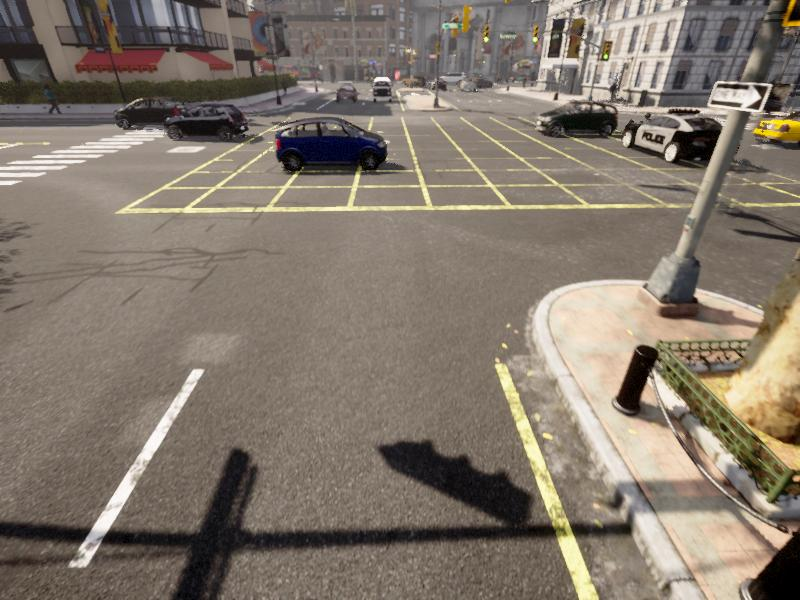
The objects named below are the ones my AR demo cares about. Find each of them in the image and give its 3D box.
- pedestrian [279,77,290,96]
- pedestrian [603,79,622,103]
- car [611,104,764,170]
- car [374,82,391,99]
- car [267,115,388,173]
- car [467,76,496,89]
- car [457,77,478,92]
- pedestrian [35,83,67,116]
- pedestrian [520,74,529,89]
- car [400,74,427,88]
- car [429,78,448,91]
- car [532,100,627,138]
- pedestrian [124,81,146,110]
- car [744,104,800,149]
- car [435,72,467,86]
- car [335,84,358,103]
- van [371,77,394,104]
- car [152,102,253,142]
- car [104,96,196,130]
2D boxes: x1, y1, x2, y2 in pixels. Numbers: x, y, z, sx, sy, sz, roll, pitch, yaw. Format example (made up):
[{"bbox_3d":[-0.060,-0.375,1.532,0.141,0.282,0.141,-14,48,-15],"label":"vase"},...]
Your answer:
[{"bbox_3d":[-12.612,-23.378,43.790,0.751,1.860,0.751,-1,30,-2],"label":"pedestrian"},{"bbox_3d":[18.848,-18.509,35.480,0.751,1.860,0.751,-4,30,-6],"label":"pedestrian"},{"bbox_3d":[10.567,-6.446,15.409,1.930,1.638,5.238,-1,30,-1],"label":"car"},{"bbox_3d":[-1.894,-23.457,44.694,1.812,1.442,4.674,-1,30,-1],"label":"car"},{"bbox_3d":[-2.286,-5.319,13.562,3.705,1.549,1.789,-1,30,-2],"label":"car"},{"bbox_3d":[13.060,-34.956,64.280,2.242,1.667,4.611,27,40,38],"label":"car"},{"bbox_3d":[9.385,-30.157,55.985,2.152,1.651,5.027,1,30,2],"label":"car"},{"bbox_3d":[-23.165,-13.320,26.580,0.751,1.860,0.751,-2,30,-3],"label":"pedestrian"},{"bbox_3d":[17.928,-31.370,57.478,0.751,1.860,0.751,0,30,0],"label":"pedestrian"},{"bbox_3d":[2.246,-36.627,66.795,1.932,1.855,4.605,-22,37,-33],"label":"car"},{"bbox_3d":[5.575,-31.684,58.686,2.038,1.542,4.974,-1,30,-2],"label":"car"},{"bbox_3d":[8.801,-9.042,19.932,3.705,1.549,1.789,-1,30,-2],"label":"car"},{"bbox_3d":[-19.915,-15.368,30.086,0.751,1.860,0.751,-25,39,-36],"label":"pedestrian"},{"bbox_3d":[18.577,-7.512,17.297,5.366,1.575,1.801,1,30,1],"label":"car"},{"bbox_3d":[9.250,-40.370,73.039,5.566,2.045,2.150,-1,30,-1],"label":"car"},{"bbox_3d":[-5.227,-20.454,39.554,1.812,1.442,4.674,-1,30,-1],"label":"car"},{"bbox_3d":[-1.706,-20.451,38.960,2.069,2.038,4.480,-1,30,-2],"label":"van"},{"bbox_3d":[-9.206,-8.435,18.908,3.633,1.501,1.845,4,30,6],"label":"car"},{"bbox_3d":[-13.803,-10.429,22.295,3.705,1.549,1.789,-1,30,-2],"label":"car"}]
